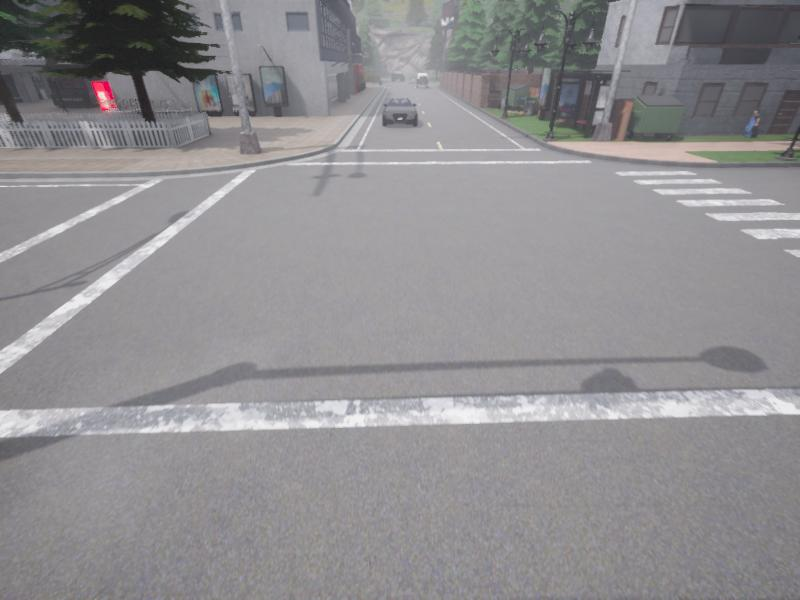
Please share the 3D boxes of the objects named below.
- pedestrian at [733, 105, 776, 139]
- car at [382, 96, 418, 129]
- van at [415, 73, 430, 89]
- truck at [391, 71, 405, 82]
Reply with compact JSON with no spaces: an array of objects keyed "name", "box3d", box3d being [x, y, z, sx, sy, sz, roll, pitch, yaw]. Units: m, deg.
[{"name":"pedestrian","box3d":[15.936,-8.012,18.014,0.751,1.300,0.751,-5,31,-8]},{"name":"car","box3d":[-0.002,-11.243,23.853,1.994,1.385,4.181,0,30,0]},{"name":"van","box3d":[3.492,-34.482,62.905,2.069,2.038,4.480,0,30,0]},{"name":"truck","box3d":[-0.531,-49.143,87.897,2.390,2.098,6.274,-3,30,-5]}]
